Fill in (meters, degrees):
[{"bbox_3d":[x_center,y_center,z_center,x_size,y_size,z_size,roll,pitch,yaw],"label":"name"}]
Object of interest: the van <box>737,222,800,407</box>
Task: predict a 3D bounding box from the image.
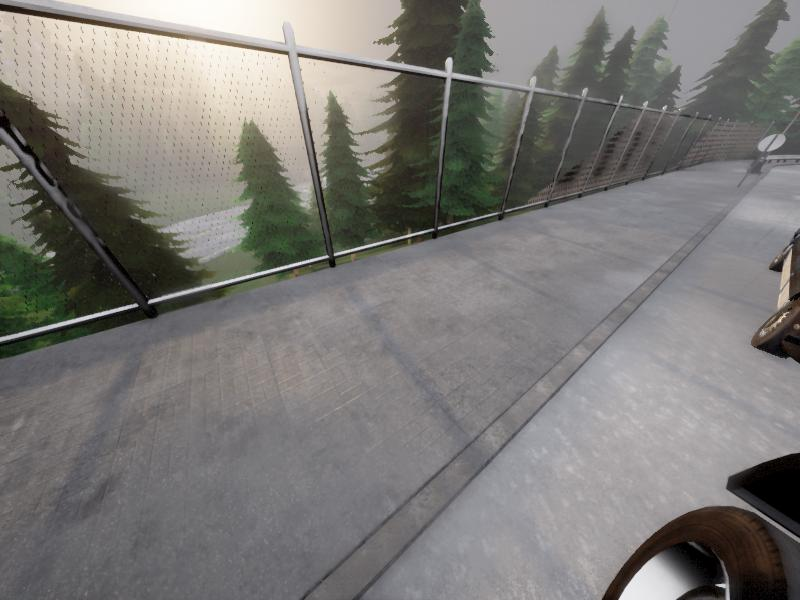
[{"bbox_3d":[6.826,-0.674,2.631,5.915,2.561,1.988,-22,41,-28],"label":"van"}]
